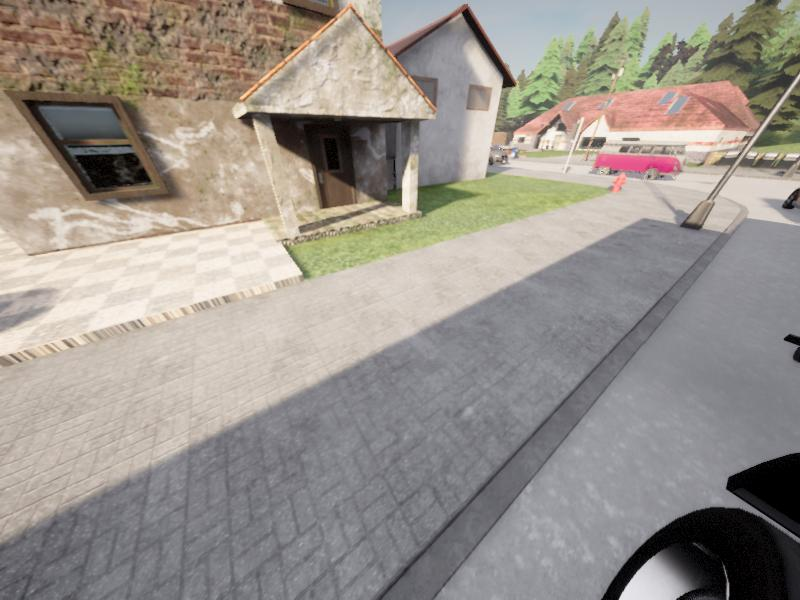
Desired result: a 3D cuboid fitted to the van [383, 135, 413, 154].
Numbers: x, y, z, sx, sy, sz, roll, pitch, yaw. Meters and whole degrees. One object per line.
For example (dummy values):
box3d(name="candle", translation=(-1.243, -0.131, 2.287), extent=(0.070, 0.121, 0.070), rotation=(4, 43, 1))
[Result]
box3d(name="van", translation=(-0.366, -26.484, 39.208), extent=(1.988, 2.561, 5.915), rotation=(-22, 41, -27))

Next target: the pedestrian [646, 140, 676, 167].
box3d(name="pedestrian", translation=(21.716, -12.226, 19.250), extent=(0.751, 1.860, 0.751), rotation=(-21, 40, -27))

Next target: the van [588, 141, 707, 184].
box3d(name="van", translation=(15.237, -8.889, 14.675), extent=(1.775, 1.987, 4.442), rotation=(-18, 39, -24))

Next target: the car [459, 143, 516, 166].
box3d(name="car", translation=(8.538, -14.563, 23.025), extent=(2.242, 1.667, 4.611), rotation=(-22, 40, -27))

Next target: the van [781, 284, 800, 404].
box3d(name="van", translation=(7.047, -0.496, 2.368), extent=(5.915, 2.561, 1.988), rotation=(-21, 40, -27))

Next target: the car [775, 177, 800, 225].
box3d(name="car", translation=(14.037, -3.230, 7.047), extent=(3.705, 1.549, 1.789), rotation=(-30, 45, -35))
